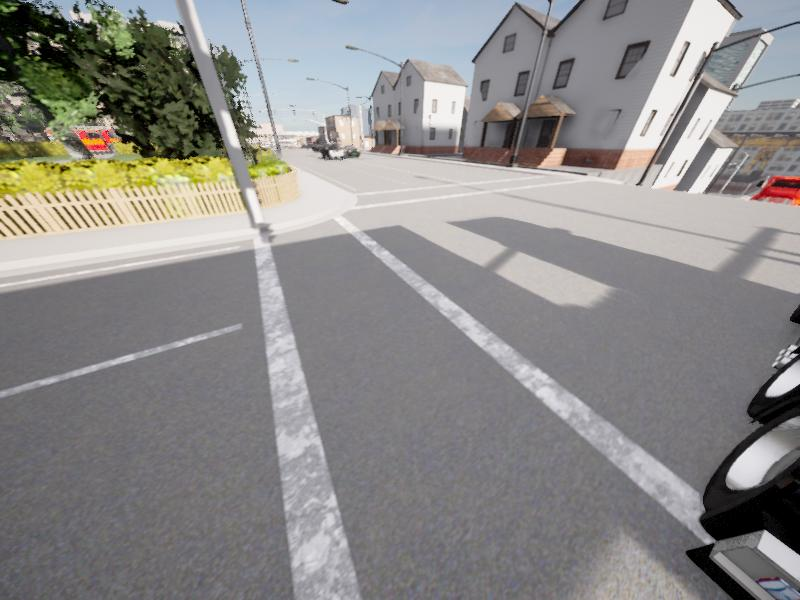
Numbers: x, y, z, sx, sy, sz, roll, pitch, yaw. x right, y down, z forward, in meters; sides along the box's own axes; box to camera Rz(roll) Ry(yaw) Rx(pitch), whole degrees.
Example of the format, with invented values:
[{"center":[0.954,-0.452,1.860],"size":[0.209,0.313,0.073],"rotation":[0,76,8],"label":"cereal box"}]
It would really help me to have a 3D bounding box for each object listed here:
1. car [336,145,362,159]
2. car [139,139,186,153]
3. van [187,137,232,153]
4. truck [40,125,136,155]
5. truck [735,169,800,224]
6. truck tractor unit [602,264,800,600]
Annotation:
[{"center":[-7.579,-21.909,34.085],"size":[2.038,1.542,4.974],"rotation":[-18,39,-24],"label":"car"},{"center":[-44.456,-28.917,43.421],"size":[5.566,2.045,2.150],"rotation":[-17,39,-24],"label":"car"},{"center":[-37.847,-31.135,46.325],"size":[6.366,2.431,2.351],"rotation":[-17,39,-24],"label":"van"},{"center":[-52.360,-27.226,39.374],"size":[8.468,3.827,2.891],"rotation":[-17,38,-23],"label":"truck"},{"center":[26.958,-7.179,16.323],"size":[5.204,2.467,2.627],"rotation":[-6,32,-32],"label":"truck"},{"center":[5.108,-0.304,0.781],"size":[6.516,4.208,3.053],"rotation":[-18,39,-24],"label":"truck tractor unit"}]
